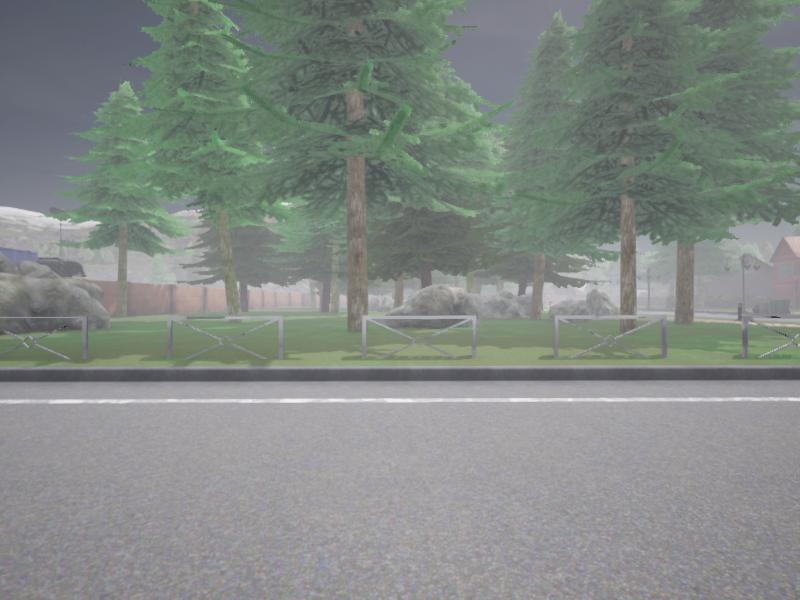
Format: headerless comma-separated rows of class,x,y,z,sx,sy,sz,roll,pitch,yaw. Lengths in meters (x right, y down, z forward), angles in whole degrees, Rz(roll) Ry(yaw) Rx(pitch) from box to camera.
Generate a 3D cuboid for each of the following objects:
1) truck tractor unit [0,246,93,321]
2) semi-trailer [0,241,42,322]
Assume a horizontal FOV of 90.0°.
truck tractor unit,-23.580,-0.920,25.526,3.053,4.208,6.516,0,0,-2
semi-trailer,-22.743,-1.018,17.662,2.717,4.402,14.254,0,0,-7
